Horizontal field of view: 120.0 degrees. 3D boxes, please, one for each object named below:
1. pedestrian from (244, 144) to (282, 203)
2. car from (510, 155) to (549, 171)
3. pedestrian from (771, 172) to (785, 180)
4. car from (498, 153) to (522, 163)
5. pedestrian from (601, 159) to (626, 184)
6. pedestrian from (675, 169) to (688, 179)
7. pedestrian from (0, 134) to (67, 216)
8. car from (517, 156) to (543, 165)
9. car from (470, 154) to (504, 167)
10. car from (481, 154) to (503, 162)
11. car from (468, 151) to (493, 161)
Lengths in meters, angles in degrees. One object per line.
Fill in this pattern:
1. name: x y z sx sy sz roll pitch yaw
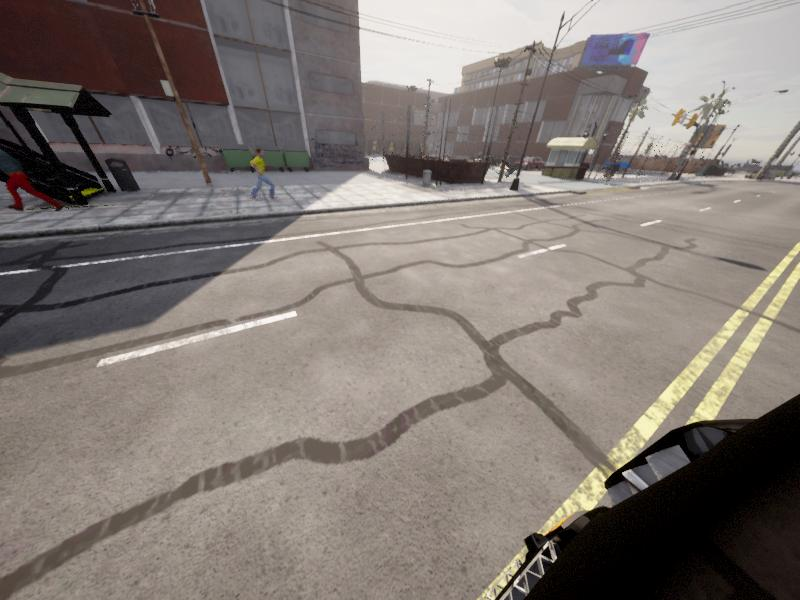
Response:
1. pedestrian: -5.168 -4.772 8.750 0.751 1.860 0.751 -17 38 -26
2. car: 17.977 -19.017 32.074 4.553 1.767 2.185 -16 38 -26
3. pedestrian: 59.559 -19.564 36.367 0.500 1.100 0.500 4 34 2
4. car: 24.345 -31.281 51.007 4.553 1.767 2.185 -16 38 -26
5. pedestrian: 18.689 -11.272 20.254 0.751 1.860 0.751 -17 38 -27
6. pedestrian: 35.638 -15.976 29.244 0.500 1.100 0.500 -12 36 -21
7. pedestrian: -10.395 -3.339 6.216 0.751 1.860 0.751 -21 40 -31
8. car: 26.780 -28.684 47.570 4.674 1.452 2.002 -16 38 -26
9. car: 14.151 -22.671 37.532 5.008 1.535 2.097 -16 38 -26
10. car: 21.830 -33.592 54.750 4.786 1.482 2.161 -16 38 -26
11. car: 19.933 -35.501 57.001 5.566 2.045 2.435 -16 38 -26
